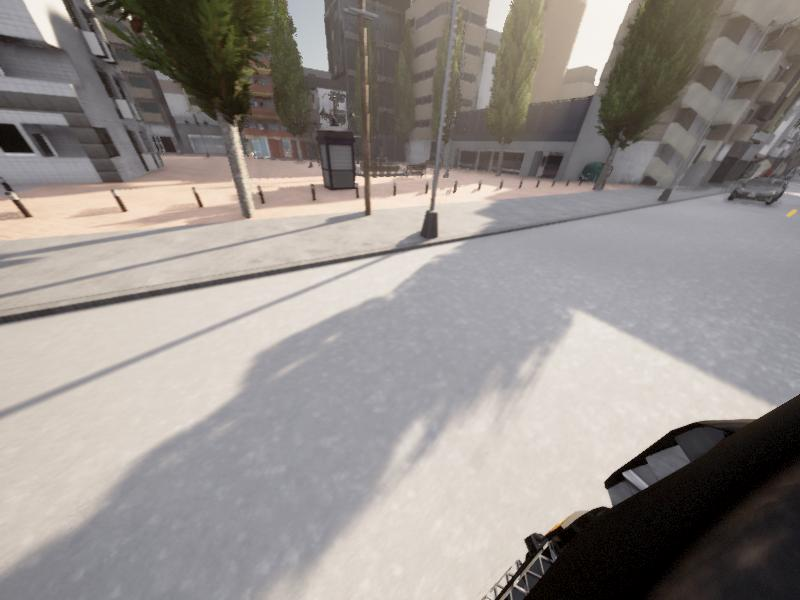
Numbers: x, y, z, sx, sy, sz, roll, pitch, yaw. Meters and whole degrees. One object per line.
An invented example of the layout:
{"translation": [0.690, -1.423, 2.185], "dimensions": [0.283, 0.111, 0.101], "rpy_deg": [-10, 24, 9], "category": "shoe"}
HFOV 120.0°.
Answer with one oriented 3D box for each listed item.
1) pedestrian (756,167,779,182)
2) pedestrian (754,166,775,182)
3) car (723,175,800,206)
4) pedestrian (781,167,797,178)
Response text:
{"translation": [50.746, -17.327, 31.906], "dimensions": [0.751, 1.860, 0.751], "rpy_deg": [-13, 36, -22], "category": "pedestrian"}
{"translation": [52.595, -18.179, 33.328], "dimensions": [0.751, 1.860, 0.751], "rpy_deg": [-14, 37, -24], "category": "pedestrian"}
{"translation": [24.895, -7.617, 15.894], "dimensions": [4.514, 1.525, 2.007], "rpy_deg": [-16, 38, -26], "category": "car"}
{"translation": [77.277, -25.304, 45.878], "dimensions": [0.751, 1.860, 0.751], "rpy_deg": [-11, 36, -20], "category": "pedestrian"}
